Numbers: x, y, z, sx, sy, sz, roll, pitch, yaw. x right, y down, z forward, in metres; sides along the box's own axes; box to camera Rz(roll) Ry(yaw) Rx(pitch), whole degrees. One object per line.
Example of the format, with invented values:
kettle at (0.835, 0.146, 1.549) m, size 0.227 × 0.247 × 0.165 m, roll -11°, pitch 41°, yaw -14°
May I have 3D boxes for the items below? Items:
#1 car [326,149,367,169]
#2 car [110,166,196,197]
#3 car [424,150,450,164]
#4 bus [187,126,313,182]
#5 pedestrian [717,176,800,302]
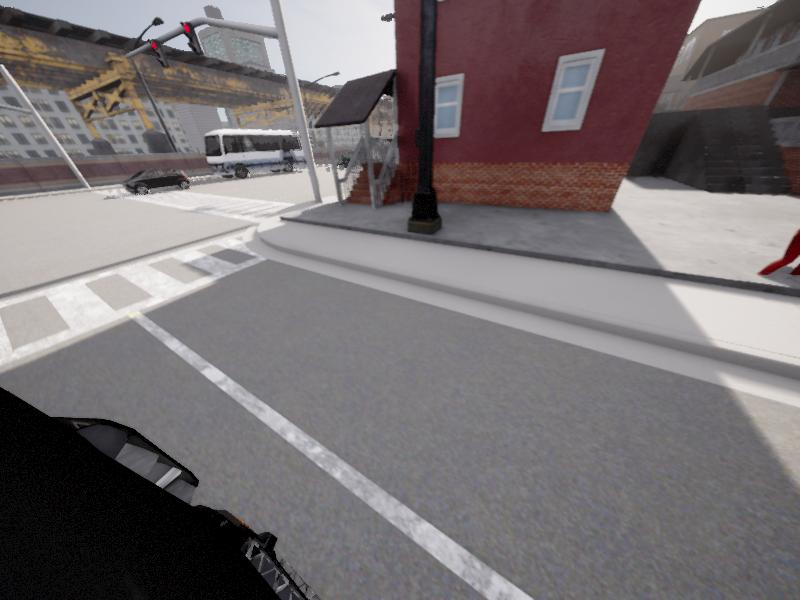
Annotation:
car at (-7.199, -19.636, 32.104) m, size 2.150 × 2.045 × 5.566 m, roll 16°, pitch 38°, yaw 26°
car at (-17.929, -8.817, 17.003) m, size 1.789 × 1.549 × 3.705 m, roll 16°, pitch 38°, yaw 26°
car at (5.270, -20.097, 32.492) m, size 1.812 × 1.442 × 4.674 m, roll 16°, pitch 38°, yaw 26°
bus at (-15.453, -16.171, 25.459) m, size 3.944 × 4.253 × 10.273 m, roll 16°, pitch 38°, yaw 26°
pedestrian at (5.940, -0.972, 3.246) m, size 0.751 × 1.860 × 0.751 m, roll -3°, pitch 34°, yaw 0°
